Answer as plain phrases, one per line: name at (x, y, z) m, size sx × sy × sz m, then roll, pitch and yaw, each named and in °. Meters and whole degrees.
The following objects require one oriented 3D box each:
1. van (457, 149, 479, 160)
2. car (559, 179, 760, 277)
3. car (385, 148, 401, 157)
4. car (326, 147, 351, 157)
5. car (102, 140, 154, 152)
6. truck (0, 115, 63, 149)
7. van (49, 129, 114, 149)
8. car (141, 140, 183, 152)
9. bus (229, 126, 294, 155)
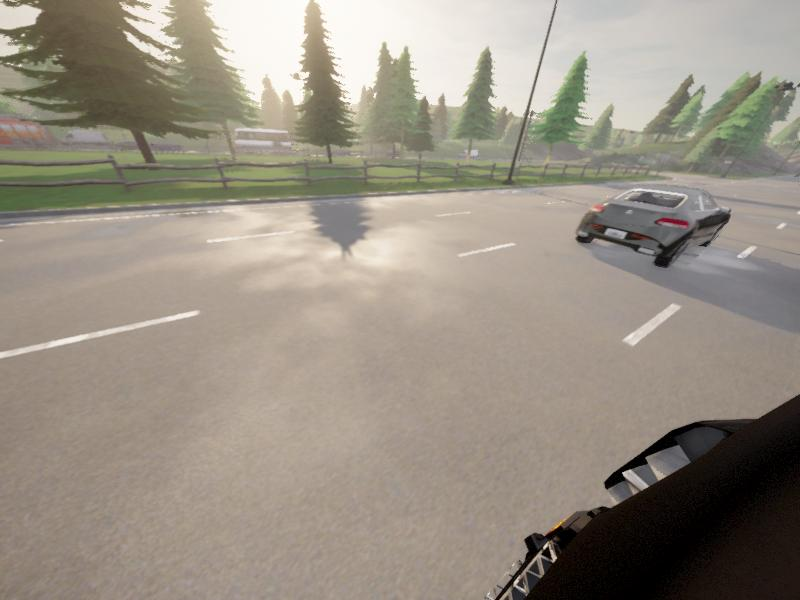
van at (20.930, -45.050, 71.470) m, size 5.915 × 2.561 × 1.988 m, roll 14°, pitch 35°, yaw 17°
car at (7.381, -2.356, 6.611) m, size 5.027 × 1.651 × 2.152 m, roll -16°, pitch 38°, yaw -26°
car at (-2.048, -40.760, 63.979) m, size 3.866 × 1.878 × 1.905 m, roll -16°, pitch 38°, yaw -26°
car at (-14.051, -33.973, 53.056) m, size 5.027 × 1.651 × 2.152 m, roll -12°, pitch 36°, yaw -20°
car at (-43.006, -24.509, 36.761) m, size 4.892 × 1.490 × 1.837 m, roll -16°, pitch 38°, yaw -26°
truck at (-56.362, -23.894, 32.761) m, size 8.468 × 3.827 × 2.891 m, roll -16°, pitch 38°, yaw -26°
van at (-55.295, -28.130, 40.395) m, size 5.915 × 2.561 × 1.988 m, roll -16°, pitch 38°, yaw -26°
car at (-44.046, -28.668, 42.954) m, size 5.008 × 1.535 × 1.882 m, roll -16°, pitch 37°, yaw -27°
bus at (-27.816, -32.110, 46.863) m, size 10.273 × 4.253 × 3.944 m, roll -16°, pitch 38°, yaw -26°
